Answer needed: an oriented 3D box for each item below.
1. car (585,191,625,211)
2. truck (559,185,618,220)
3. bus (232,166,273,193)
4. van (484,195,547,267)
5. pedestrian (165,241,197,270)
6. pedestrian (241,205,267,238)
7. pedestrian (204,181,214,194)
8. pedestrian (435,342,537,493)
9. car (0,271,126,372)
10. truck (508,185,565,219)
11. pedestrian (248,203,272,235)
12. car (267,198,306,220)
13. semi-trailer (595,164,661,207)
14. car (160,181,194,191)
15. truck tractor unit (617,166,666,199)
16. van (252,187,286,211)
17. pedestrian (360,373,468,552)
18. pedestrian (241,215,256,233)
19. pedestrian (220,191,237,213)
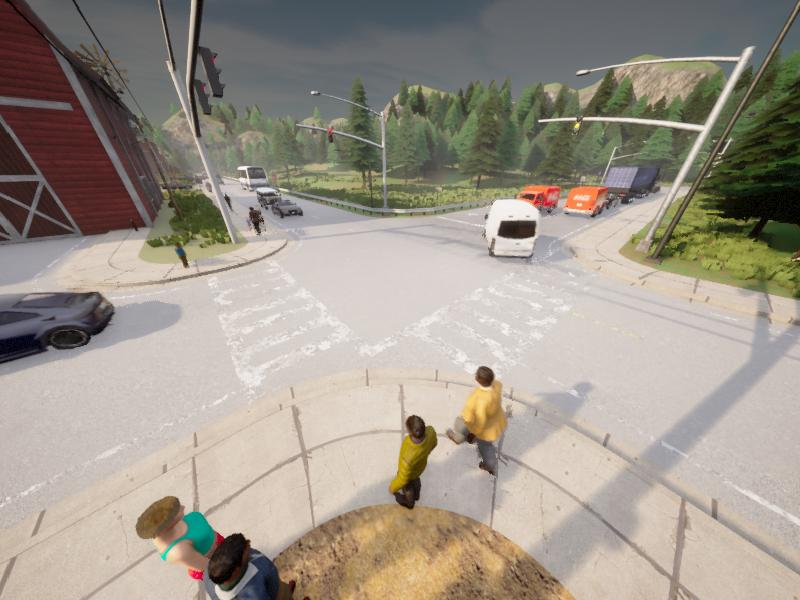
[{"bbox_3d":[23.817,-11.551,26.811,4.902,1.511,2.128,-23,37,-33],"label":"car"},{"bbox_3d":[18.192,-9.531,22.327,5.204,2.467,2.627,-23,37,-34],"label":"truck"},{"bbox_3d":[-28.845,-23.616,45.001,3.944,4.253,10.273,-22,37,-33],"label":"bus"},{"bbox_3d":[6.055,-4.189,13.039,1.988,2.561,5.915,5,30,14],"label":"van"},{"bbox_3d":[-9.681,-1.971,10.255,0.500,1.100,0.500,9,31,15],"label":"pedestrian"},{"bbox_3d":[-9.335,-5.023,14.835,0.751,1.860,0.751,25,38,36],"label":"pedestrian"},{"bbox_3d":[-31.883,-18.753,38.616,0.751,1.860,0.751,-18,34,-28],"label":"pedestrian"},{"bbox_3d":[1.092,1.658,3.248,0.751,1.860,0.751,-21,36,-32],"label":"pedestrian"},{"bbox_3d":[-10.147,0.780,5.570,4.181,1.385,1.994,-23,37,-34],"label":"car"},{"bbox_3d":[13.470,-9.806,22.810,5.204,2.467,2.627,-23,37,-34],"label":"truck"},{"bbox_3d":[-9.465,-5.500,15.662,0.751,1.860,0.751,21,36,32],"label":"pedestrian"},{"bbox_3d":[-11.084,-8.948,22.479,1.994,1.385,4.181,-22,37,-33],"label":"car"},{"bbox_3d":[31.133,-15.801,31.244,14.254,4.402,2.717,-22,37,-34],"label":"semi-trailer"},{"bbox_3d":[-45.444,-23.247,47.133,4.792,1.488,2.163,-24,37,-35],"label":"car"},{"bbox_3d":[37.249,-18.222,35.643,6.516,4.208,3.053,-22,37,-33],"label":"truck tractor unit"},{"bbox_3d":[-15.018,-11.625,26.442,2.069,2.038,4.480,-22,37,-33],"label":"van"},{"bbox_3d":[0.141,1.936,2.746,0.751,1.860,0.751,26,39,37],"label":"pedestrian"},{"bbox_3d":[-10.500,-5.261,16.007,0.500,1.100,0.500,25,38,36],"label":"pedestrian"},{"bbox_3d":[-17.159,-9.796,23.102,0.751,1.860,0.751,-22,36,-33],"label":"pedestrian"}]
